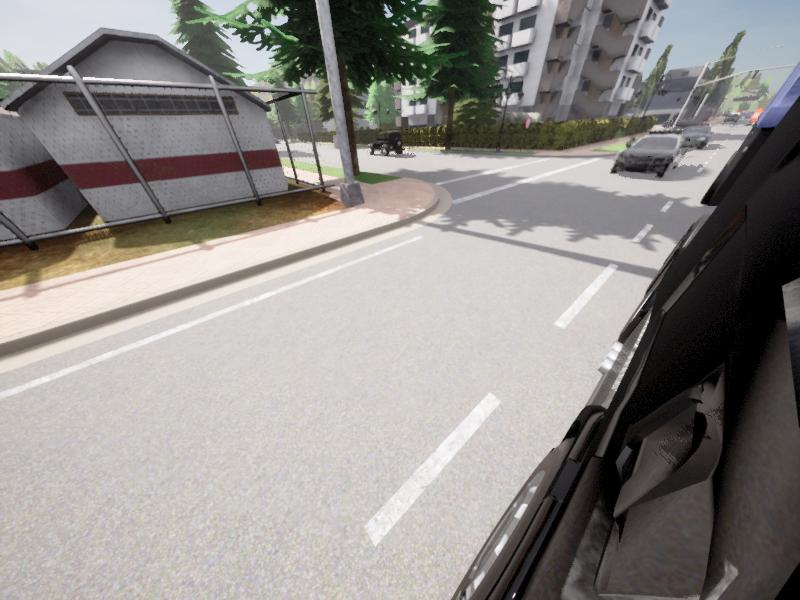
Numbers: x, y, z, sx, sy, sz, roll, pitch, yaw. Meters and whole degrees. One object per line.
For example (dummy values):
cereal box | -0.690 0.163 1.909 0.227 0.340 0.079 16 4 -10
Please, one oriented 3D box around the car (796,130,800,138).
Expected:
car | 39.550 -16.235 21.589 5.366 1.575 1.801 -28 44 -30

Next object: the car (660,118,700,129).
car | 54.465 -34.382 45.055 1.812 1.442 4.674 -31 45 -32

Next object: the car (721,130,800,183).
car | 15.512 -6.051 9.559 3.806 1.475 1.970 -27 43 -30

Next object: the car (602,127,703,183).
car | 11.878 -6.932 10.806 5.238 1.638 1.930 -28 44 -30

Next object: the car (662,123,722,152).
car | 22.704 -12.682 17.922 4.974 1.542 2.038 -28 44 -30

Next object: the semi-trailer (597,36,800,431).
semi-trailer | 8.730 -3.582 4.198 14.254 4.402 2.717 -28 43 -29

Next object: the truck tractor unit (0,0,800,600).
truck tractor unit | 2.645 -0.295 0.351 6.516 4.208 3.053 -28 44 -30

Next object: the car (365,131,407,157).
car | -1.348 -14.805 21.881 1.905 1.878 3.866 -28 44 -30
